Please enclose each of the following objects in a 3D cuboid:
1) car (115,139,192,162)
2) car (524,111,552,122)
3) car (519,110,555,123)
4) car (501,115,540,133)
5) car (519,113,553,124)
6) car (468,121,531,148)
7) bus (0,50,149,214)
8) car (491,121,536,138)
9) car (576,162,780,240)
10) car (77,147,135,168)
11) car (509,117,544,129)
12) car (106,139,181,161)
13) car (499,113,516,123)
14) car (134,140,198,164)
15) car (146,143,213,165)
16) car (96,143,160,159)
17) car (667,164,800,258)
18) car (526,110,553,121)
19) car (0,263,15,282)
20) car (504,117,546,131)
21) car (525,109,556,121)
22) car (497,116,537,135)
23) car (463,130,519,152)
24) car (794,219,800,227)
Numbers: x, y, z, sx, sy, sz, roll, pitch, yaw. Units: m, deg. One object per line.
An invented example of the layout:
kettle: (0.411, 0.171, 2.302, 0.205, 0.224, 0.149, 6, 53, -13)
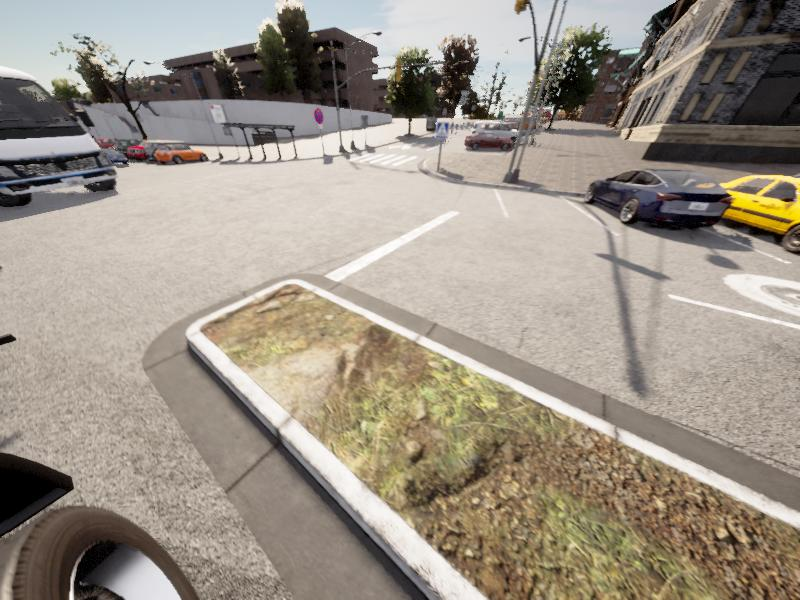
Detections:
car: (-28.499, -17.603, 27.147, 2.435, 2.045, 5.566, 7, 35, 8)
car: (29.921, -40.008, 50.255, 4.553, 1.767, 2.185, 6, 41, 7)
car: (28.432, -38.348, 48.169, 5.566, 2.045, 2.435, 6, 42, 7)
car: (17.793, -26.254, 34.402, 4.442, 1.987, 1.878, 7, 42, 8)
car: (27.153, -36.406, 46.327, 5.366, 1.575, 1.946, 6, 41, 7)
car: (10.331, -17.654, 24.546, 5.566, 2.045, 2.435, 7, 41, 8)
bus: (-17.446, -6.424, 9.265, 10.273, 4.253, 3.944, 7, 39, 13)
car: (14.861, -22.630, 30.608, 4.892, 1.521, 2.231, 7, 41, 8)
car: (8.423, -3.694, 7.944, 2.163, 1.488, 4.792, 9, 35, 12)
car: (-28.976, -14.109, 22.768, 5.357, 1.411, 2.033, 19, 39, 24)
car: (20.957, -29.486, 38.494, 4.674, 1.452, 2.002, 7, 42, 8)
car: (-31.099, -18.523, 28.418, 2.435, 2.045, 5.566, 6, 35, 8)
car: (23.132, -39.033, 49.481, 2.128, 1.511, 4.902, 20, 45, 22)
car: (-25.920, -16.641, 25.859, 1.878, 1.987, 4.442, 7, 35, 8)
car: (-23.323, -15.704, 24.740, 2.185, 1.767, 4.553, 6, 35, 8)
car: (-36.281, -20.169, 31.119, 1.946, 1.575, 5.366, 6, 35, 8)
car: (10.701, -2.539, 6.258, 1.946, 1.575, 5.366, 10, 36, 12)
car: (31.442, -41.702, 52.247, 4.553, 1.767, 2.185, 6, 39, 6)
car: (-9.754, -1.057, 4.148, 4.181, 1.385, 1.994, 17, 38, 23)
car: (19.615, -27.777, 36.476, 5.366, 1.575, 1.946, 7, 41, 8)
car: (32.833, -43.423, 54.203, 5.566, 2.045, 2.435, 7, 37, 7)
car: (16.271, -24.529, 32.433, 4.442, 1.987, 1.878, 7, 42, 8)
car: (8.791, -15.713, 22.772, 4.674, 1.452, 2.002, 7, 41, 8)
car: (13.218, -1.734, 4.934, 2.185, 1.767, 4.553, 10, 36, 12)
